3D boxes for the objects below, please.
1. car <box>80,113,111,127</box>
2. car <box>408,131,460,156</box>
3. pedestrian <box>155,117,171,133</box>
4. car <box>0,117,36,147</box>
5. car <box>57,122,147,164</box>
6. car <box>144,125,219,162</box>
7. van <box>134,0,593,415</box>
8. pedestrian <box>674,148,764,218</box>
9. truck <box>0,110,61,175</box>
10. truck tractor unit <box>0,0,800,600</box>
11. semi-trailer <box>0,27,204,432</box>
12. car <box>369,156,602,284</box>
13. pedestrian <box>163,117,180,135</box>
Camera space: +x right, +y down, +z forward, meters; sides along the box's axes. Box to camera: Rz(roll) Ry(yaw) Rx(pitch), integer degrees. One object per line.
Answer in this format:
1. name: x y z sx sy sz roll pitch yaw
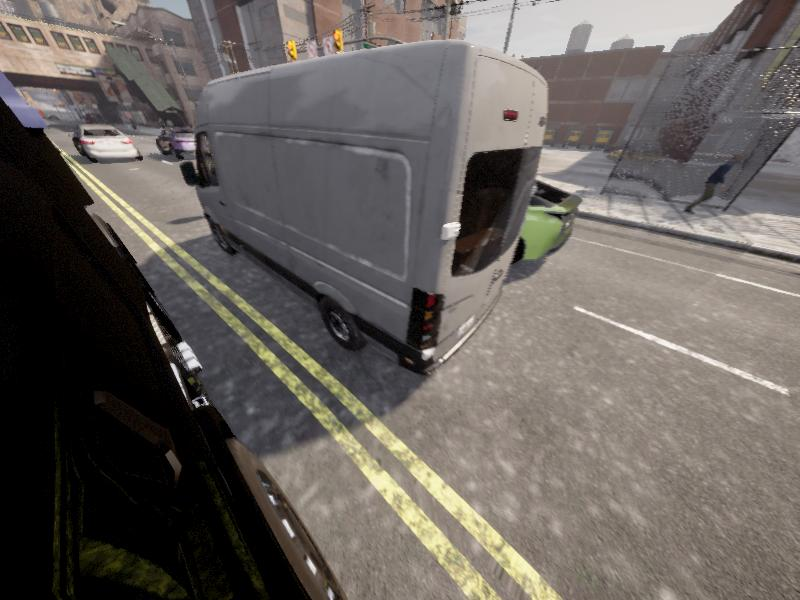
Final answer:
1. car: -60.331 -35.615 45.708 5.566 2.045 2.435 26 43 28
2. car: 3.365 -15.818 23.332 4.553 1.767 2.185 26 43 28
3. pedestrian: -34.065 -25.103 33.181 0.751 1.860 0.751 24 42 26
4. car: -29.947 -12.786 17.468 5.238 1.638 1.930 26 43 28
5. car: -17.485 -9.305 13.582 4.611 1.667 2.242 26 43 28
6. car: -14.537 -10.487 15.382 4.856 1.649 2.033 26 43 28
7. van: -1.340 -1.571 3.549 5.915 2.561 1.988 28 44 30
8. pedestrian: 10.139 -3.764 7.472 0.751 1.860 0.751 26 43 28
9. truck: -18.535 -7.352 10.550 6.274 2.098 2.390 26 43 28
10. truck tractor unit: -2.645 -0.295 0.351 6.516 4.208 3.053 28 44 30
11. semi-trailer: -8.830 -3.511 4.096 14.254 4.402 2.717 27 43 28
12. car: 1.580 -2.277 5.520 4.514 1.525 2.007 29 44 31
13. pedestrian: -30.488 -23.156 30.807 0.751 1.860 0.751 28 43 29
